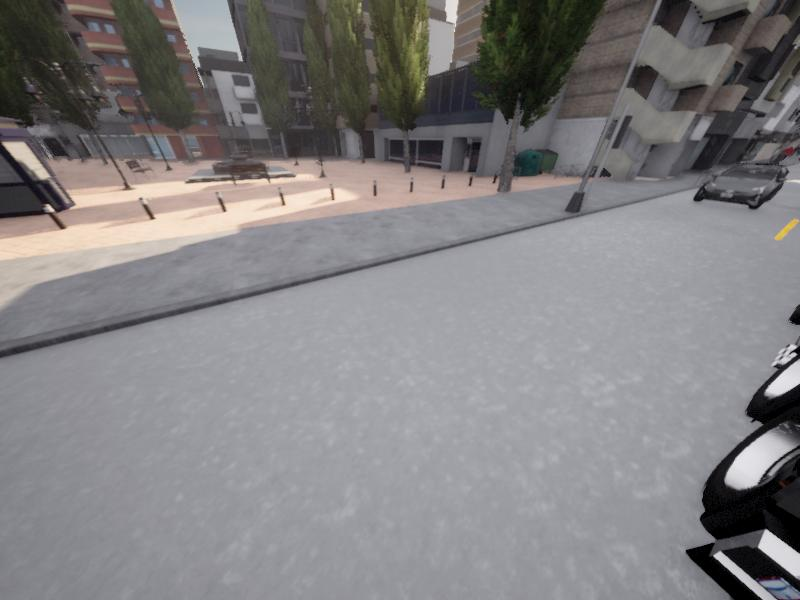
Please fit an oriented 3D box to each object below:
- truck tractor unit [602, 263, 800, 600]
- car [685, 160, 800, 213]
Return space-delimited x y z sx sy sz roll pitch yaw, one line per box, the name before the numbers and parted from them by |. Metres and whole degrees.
truck tractor unit | 5.112 -0.300 0.780 6.516 4.208 3.053 -18 39 -24
car | 15.347 -5.178 10.247 4.514 1.525 2.007 -18 39 -25
